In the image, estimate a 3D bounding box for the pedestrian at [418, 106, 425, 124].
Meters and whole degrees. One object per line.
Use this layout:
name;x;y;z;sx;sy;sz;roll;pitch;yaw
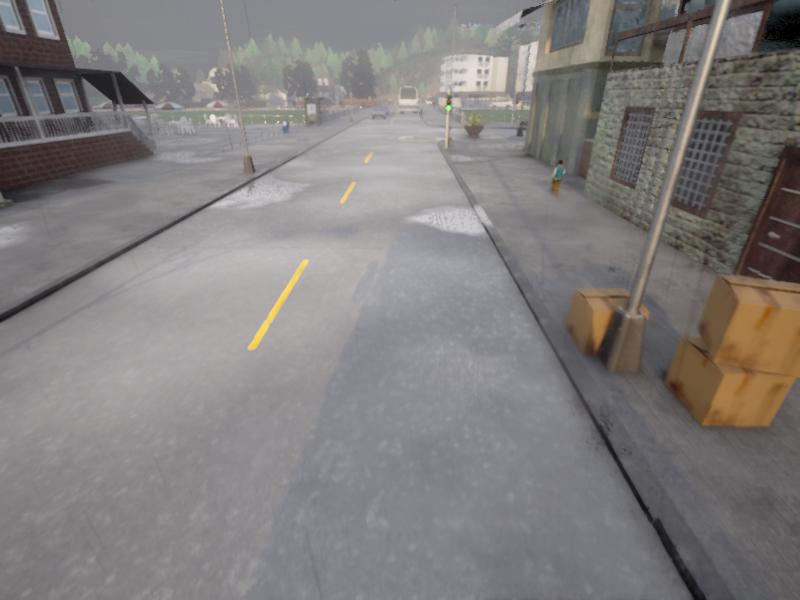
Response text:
pedestrian;2.425;-21.095;45.643;0.751;1.860;0.751;-1;27;-1

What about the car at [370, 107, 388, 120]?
car;-2.870;-26.010;55.821;2.033;1.411;5.357;0;27;1

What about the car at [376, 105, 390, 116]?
car;-2.680;-30.902;65.288;2.007;1.525;4.514;0;27;1

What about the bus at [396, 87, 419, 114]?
bus;1.371;-36.440;72.980;3.944;4.253;10.273;0;27;1

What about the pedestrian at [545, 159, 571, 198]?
pedestrian;4.963;-3.840;12.605;0.500;1.100;0.500;2;27;4

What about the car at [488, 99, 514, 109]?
car;24.053;-46.797;95.443;5.566;2.045;2.150;0;27;1
